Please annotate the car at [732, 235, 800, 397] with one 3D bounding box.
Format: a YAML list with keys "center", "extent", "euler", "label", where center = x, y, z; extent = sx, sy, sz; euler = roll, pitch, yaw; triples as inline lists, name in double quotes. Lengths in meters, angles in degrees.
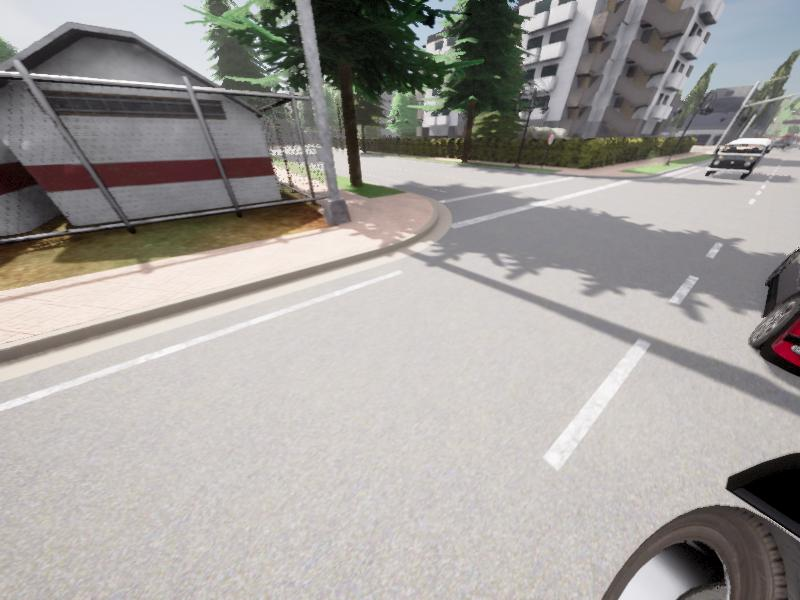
- center: [6.060, 0.017, 2.554]
  extent: [3.806, 1.475, 1.970]
  euler: [-23, 41, -28]
  label: "car"

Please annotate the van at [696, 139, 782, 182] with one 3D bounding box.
- center: [21.751, -9.083, 14.836]
  extent: [4.480, 2.038, 2.069]
  euler: [-23, 41, -28]
  label: "van"

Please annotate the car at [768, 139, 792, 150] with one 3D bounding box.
- center: [72.085, -29.499, 43.799]
  extent: [3.705, 1.549, 1.789]
  euler: [-22, 41, -28]
  label: "car"

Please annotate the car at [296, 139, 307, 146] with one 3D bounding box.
- center: [-32.487, -52.249, 76.529]
  extent: [1.905, 1.878, 3.866]
  euler: [0, 35, 0]
  label: "car"
